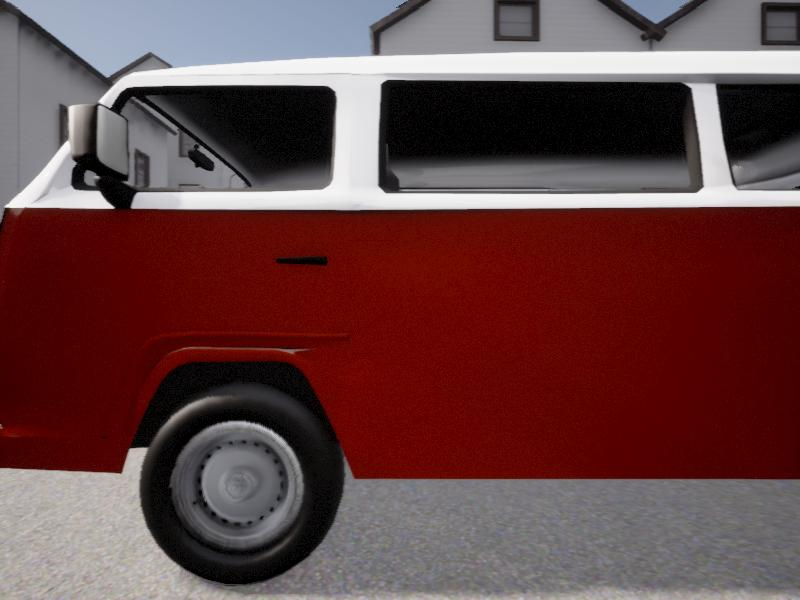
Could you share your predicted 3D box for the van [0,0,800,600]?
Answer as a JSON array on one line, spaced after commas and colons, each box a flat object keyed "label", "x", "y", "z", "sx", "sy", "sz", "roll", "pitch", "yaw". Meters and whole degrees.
[{"label": "van", "x": 0.609, "y": -0.029, "z": 2.198, "sx": 4.480, "sy": 2.038, "sz": 2.069, "roll": 0, "pitch": 0, "yaw": 0}]
